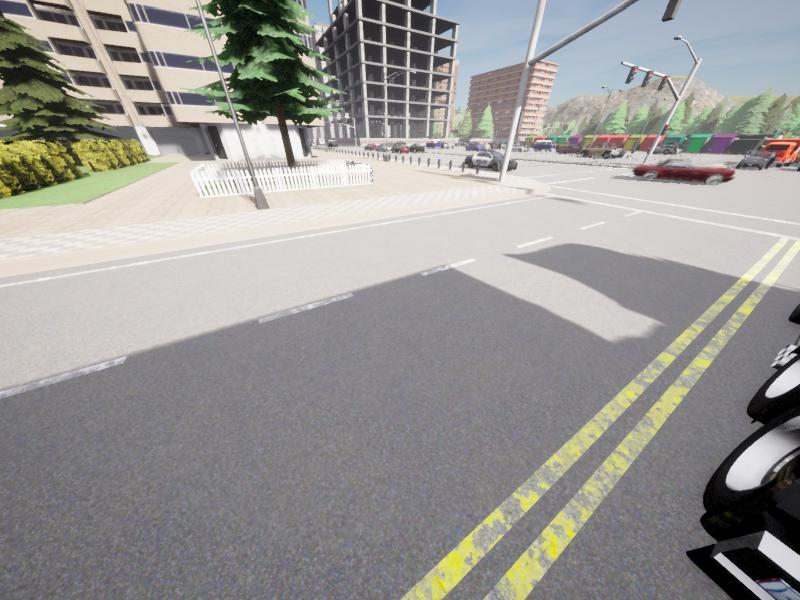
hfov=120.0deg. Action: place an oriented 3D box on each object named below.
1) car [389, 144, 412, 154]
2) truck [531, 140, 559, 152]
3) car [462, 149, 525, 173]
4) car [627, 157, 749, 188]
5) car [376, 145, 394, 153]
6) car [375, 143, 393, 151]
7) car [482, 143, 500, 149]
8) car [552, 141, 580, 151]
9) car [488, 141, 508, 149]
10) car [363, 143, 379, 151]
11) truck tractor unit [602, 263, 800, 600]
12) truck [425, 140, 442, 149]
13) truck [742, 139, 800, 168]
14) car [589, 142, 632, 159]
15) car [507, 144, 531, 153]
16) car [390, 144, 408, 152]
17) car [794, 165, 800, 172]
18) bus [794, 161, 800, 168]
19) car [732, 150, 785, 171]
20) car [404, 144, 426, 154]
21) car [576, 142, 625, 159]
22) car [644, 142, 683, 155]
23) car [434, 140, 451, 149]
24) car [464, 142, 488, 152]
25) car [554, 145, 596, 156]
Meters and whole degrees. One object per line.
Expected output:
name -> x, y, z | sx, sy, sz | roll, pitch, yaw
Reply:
car -> -0.020, -28.738, 43.957 | 2.163, 1.488, 4.792 | -18, 39, -24
truck -> 31.839, -33.936, 50.869 | 2.069, 2.038, 4.478 | -18, 39, -24
car -> 8.220, -12.627, 20.845 | 2.038, 1.542, 4.974 | -18, 39, -24
car -> 18.303, -8.447, 15.124 | 4.718, 1.301, 1.895 | 24, 42, 30
car -> -3.217, -31.822, 48.524 | 1.895, 1.301, 4.718 | -18, 39, -24
car -> -3.982, -36.604, 55.297 | 2.033, 1.411, 5.357 | -18, 39, -24
car -> 24.305, -41.171, 61.734 | 1.784, 1.438, 3.905 | -18, 39, -24
car -> 38.931, -36.206, 54.345 | 1.932, 1.855, 4.605 | -18, 39, -24
car -> 26.606, -42.126, 62.753 | 1.932, 1.855, 4.605 | -18, 39, -24
car -> -6.721, -35.339, 53.417 | 1.812, 1.442, 4.674 | -18, 39, -24
truck tractor unit -> 5.108, -0.304, 0.785 | 6.516, 4.208, 3.053 | -18, 39, -24
truck -> 8.725, -40.555, 60.202 | 2.069, 2.038, 4.478 | -18, 39, -24
truck -> 40.590, -15.796, 24.812 | 5.204, 2.467, 2.627 | -17, 39, -23
car -> 30.703, -21.945, 33.816 | 1.905, 1.878, 3.866 | -18, 39, -24
car -> 24.332, -31.194, 47.466 | 1.970, 1.475, 3.806 | -18, 39, -24
car -> -0.341, -33.020, 50.135 | 1.812, 1.442, 4.674 | -18, 39, -25
car -> 38.891, -12.643, 21.014 | 5.027, 1.651, 2.152 | -18, 39, -24
bus -> 47.598, -16.325, 24.062 | 10.273, 4.253, 3.944 | -17, 39, -23
car -> 34.648, -13.545, 22.358 | 3.633, 1.501, 1.845 | -18, 39, -24
car -> 2.915, -29.848, 45.523 | 1.882, 1.535, 5.008 | -18, 39, -25
car -> 28.168, -21.157, 32.662 | 1.932, 1.855, 4.605 | -18, 39, -24
car -> 47.691, -27.500, 41.918 | 1.905, 1.878, 3.866 | -18, 39, -24
car -> 11.199, -41.330, 61.497 | 1.932, 1.855, 4.605 | -18, 39, -24
car -> 16.245, -32.865, 49.679 | 2.242, 1.667, 4.611 | -18, 39, -24
car -> 29.842, -25.722, 39.639 | 2.033, 1.415, 5.357 | -18, 39, -24
